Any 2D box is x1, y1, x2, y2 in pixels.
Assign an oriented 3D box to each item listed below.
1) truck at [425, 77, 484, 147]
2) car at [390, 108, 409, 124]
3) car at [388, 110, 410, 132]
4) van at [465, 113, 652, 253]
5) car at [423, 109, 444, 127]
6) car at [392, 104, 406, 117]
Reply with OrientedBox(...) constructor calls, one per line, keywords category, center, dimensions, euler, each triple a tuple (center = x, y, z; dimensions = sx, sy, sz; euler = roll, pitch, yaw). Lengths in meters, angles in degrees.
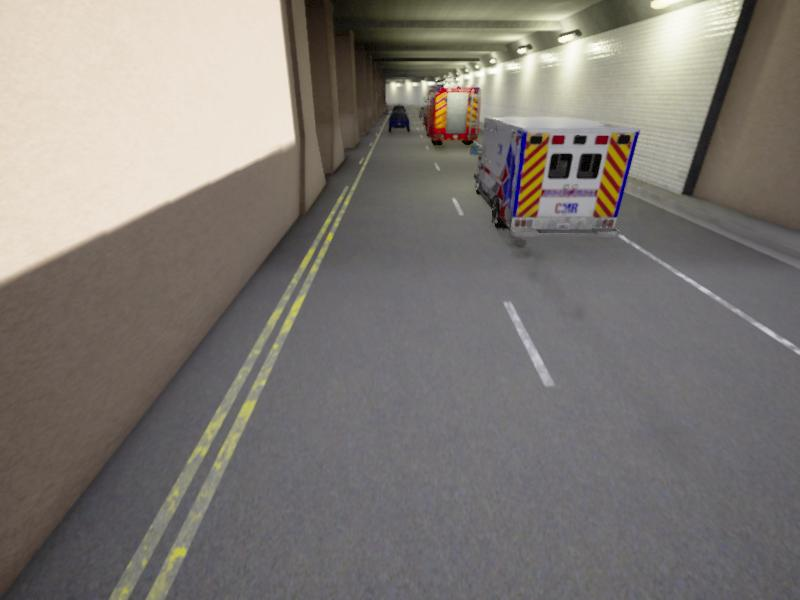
OrientedBox(category="truck", center=(3.449, -13.198, 27.925), dimensions=(2.891, 3.827, 8.468), euler=(0, 27, 0))
OrientedBox(category="car", center=(-0.087, -21.304, 46.239), dimensions=(2.033, 1.411, 5.357), euler=(0, 27, 0))
OrientedBox(category="car", center=(-0.073, -16.732, 37.244), dimensions=(1.882, 1.535, 5.008), euler=(0, 27, 0))
OrientedBox(category="van", center=(3.475, -3.536, 10.767), dimensions=(2.351, 2.431, 6.366), euler=(0, 27, 0))
OrientedBox(category="car", center=(3.420, -19.110, 41.944), dimensions=(1.812, 1.442, 4.674), euler=(0, 27, 0))
OrientedBox(category="car", center=(-0.110, -27.408, 57.883), dimensions=(1.882, 1.535, 5.008), euler=(0, 27, 0))
